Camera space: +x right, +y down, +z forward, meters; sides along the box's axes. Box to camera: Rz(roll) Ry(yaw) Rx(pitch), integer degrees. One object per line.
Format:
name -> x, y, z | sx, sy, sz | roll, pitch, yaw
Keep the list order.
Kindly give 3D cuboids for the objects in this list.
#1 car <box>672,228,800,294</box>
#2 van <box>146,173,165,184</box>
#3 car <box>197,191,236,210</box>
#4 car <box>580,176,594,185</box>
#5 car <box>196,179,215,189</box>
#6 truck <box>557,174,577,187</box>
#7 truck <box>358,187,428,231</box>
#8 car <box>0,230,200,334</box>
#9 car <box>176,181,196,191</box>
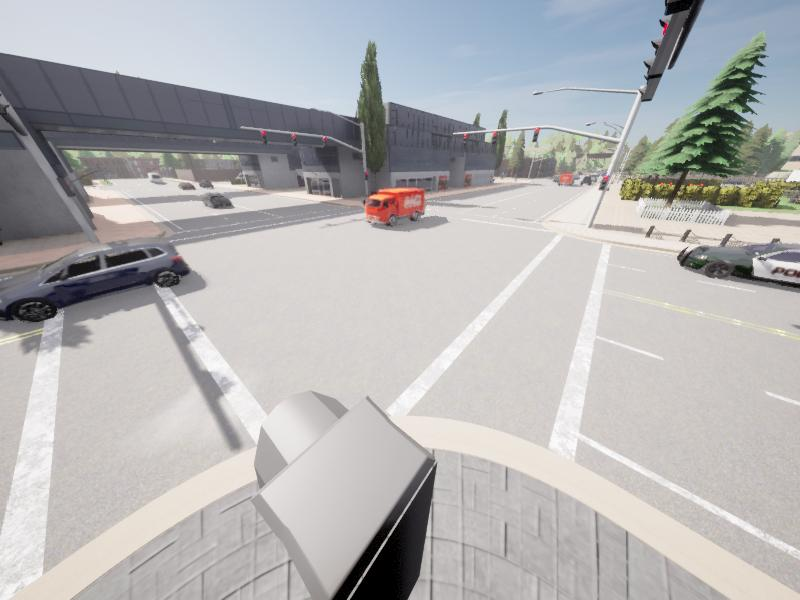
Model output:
car -> 14.717, -1.456, 8.997 | 4.974, 1.542, 2.038 | 23, 37, 34
van -> -65.909, -32.730, 62.126 | 5.915, 2.561, 1.988 | 23, 37, 34
car -> -20.680, -11.237, 25.975 | 4.892, 1.490, 1.837 | 23, 37, 34
car -> 47.208, -30.128, 58.317 | 1.905, 1.878, 3.866 | 23, 37, 34
car -> -41.330, -24.651, 49.096 | 3.988, 1.617, 1.851 | 24, 38, 35
truck -> 40.126, -28.889, 55.574 | 2.627, 2.467, 5.204 | 23, 37, 34
truck -> -0.388, -7.411, 18.381 | 2.627, 2.467, 5.204 | 22, 36, 33
car -> -10.463, -1.001, 8.068 | 2.242, 1.667, 4.611 | 23, 37, 34
car -> -42.863, -22.874, 46.256 | 4.181, 1.385, 1.994 | 23, 37, 34
